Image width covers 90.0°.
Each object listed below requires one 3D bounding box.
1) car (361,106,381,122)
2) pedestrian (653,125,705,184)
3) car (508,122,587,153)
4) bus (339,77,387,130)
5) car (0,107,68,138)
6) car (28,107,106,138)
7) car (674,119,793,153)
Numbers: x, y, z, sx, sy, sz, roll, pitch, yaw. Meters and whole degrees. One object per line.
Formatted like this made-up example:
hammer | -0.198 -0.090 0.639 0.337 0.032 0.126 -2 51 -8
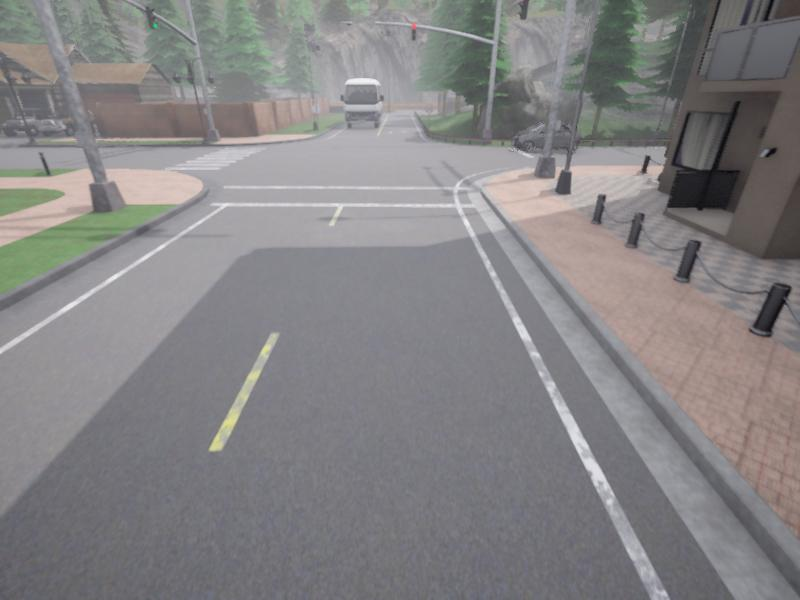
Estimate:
car | -3.558 -23.057 49.480 2.128 1.511 4.902 0 27 0
pedestrian | 9.686 -5.089 13.978 0.751 1.860 0.751 -1 27 -2
car | 8.394 -9.387 23.062 3.633 1.501 1.845 0 27 -1
bus | -3.429 -20.123 40.829 3.944 4.253 10.273 0 27 0
car | -27.561 -13.323 29.979 1.905 1.878 3.866 -1 27 -1
car | -25.056 -13.533 30.377 1.932 1.855 4.605 -1 27 -1
car | 19.112 -9.528 23.169 4.611 1.667 2.242 0 27 -1
